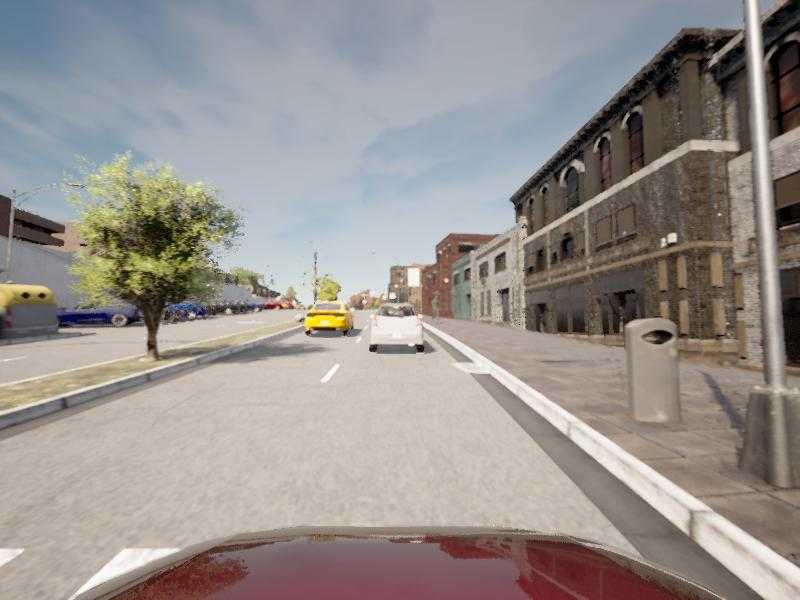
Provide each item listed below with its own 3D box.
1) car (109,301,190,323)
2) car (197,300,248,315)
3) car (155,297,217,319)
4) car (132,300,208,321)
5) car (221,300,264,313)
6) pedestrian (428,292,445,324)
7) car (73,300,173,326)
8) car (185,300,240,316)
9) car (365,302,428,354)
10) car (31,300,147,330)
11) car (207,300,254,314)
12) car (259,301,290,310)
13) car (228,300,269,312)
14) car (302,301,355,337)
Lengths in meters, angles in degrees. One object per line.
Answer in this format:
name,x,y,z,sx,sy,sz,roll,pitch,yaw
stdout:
car,-17.718,0.803,28.580,4.674,1.452,2.002,0,0,-24
car,-19.204,0.779,43.266,4.892,1.521,2.231,0,0,-27
car,-18.261,0.641,34.448,4.553,1.767,2.185,0,0,-25
car,-17.954,0.763,31.520,5.008,1.535,2.097,0,0,-25
car,-20.429,0.804,52.054,5.008,1.535,2.097,0,0,-28
pedestrian,2.182,0.517,24.122,0.751,1.860,0.751,2,-4,-23
car,-17.491,0.764,25.630,4.892,1.521,2.231,-1,0,-23
car,-18.849,0.774,40.332,4.892,1.521,2.231,0,0,-26
car,-0.136,0.831,13.653,1.845,1.501,3.633,0,0,-1
car,-17.337,0.795,22.667,4.792,1.488,2.163,-1,0,-23
car,-19.584,0.786,46.201,4.892,1.521,2.231,0,0,-27
car,-23.765,1.075,75.676,5.366,1.575,1.946,0,-1,-28
car,-20.861,0.817,54.984,5.008,1.535,2.097,0,0,-28
car,-3.344,0.820,19.620,1.882,1.535,5.008,0,0,-2
